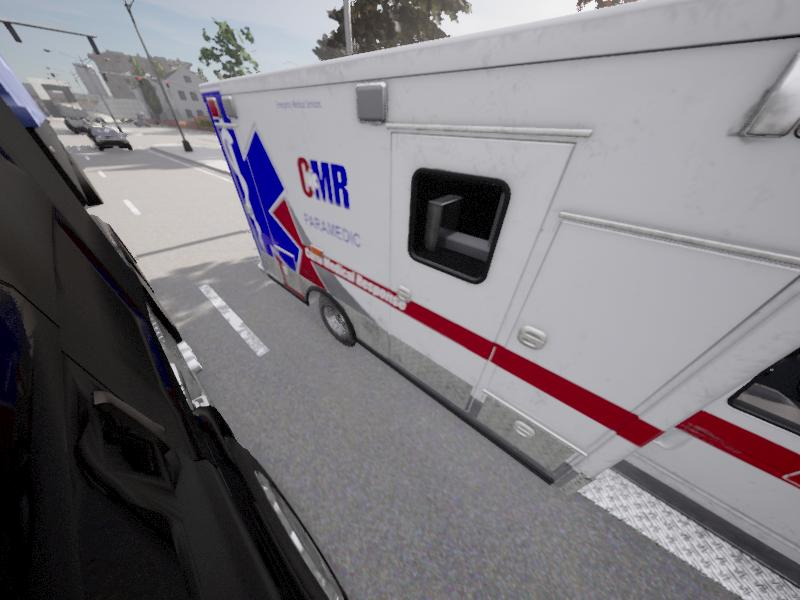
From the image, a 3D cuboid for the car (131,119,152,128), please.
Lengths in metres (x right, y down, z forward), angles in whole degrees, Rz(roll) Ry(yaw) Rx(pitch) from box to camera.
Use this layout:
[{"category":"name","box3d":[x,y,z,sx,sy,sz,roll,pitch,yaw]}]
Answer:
[{"category":"car","box3d":[-62.712,-42.775,55.995,5.027,1.651,2.152,28,44,30]}]

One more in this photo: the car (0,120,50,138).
[{"category":"car","box3d":[-40.470,-18.358,24.750,1.994,1.385,4.181,-22,43,-29]}]

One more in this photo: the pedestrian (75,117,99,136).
[{"category":"pedestrian","box3d":[-38.665,-21.465,28.570,0.751,1.860,0.751,15,39,17]}]

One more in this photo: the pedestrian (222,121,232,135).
[{"category":"pedestrian","box3d":[-30.458,-30.329,40.696,0.751,1.860,0.751,-25,45,-32]}]

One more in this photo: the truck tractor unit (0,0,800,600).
[{"category":"truck tractor unit","box3d":[-2.645,-0.295,0.351,6.516,4.208,3.053,28,44,30]}]

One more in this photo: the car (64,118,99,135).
[{"category":"car","box3d":[-42.649,-23.203,30.893,5.238,1.638,1.930,28,43,30]}]

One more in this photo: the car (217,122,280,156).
[{"category":"car","box3d":[-12.996,-13.871,19.764,5.566,2.045,2.150,28,44,30]}]

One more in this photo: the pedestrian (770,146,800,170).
[{"category":"pedestrian","box3d":[36.756,-13.463,21.923,0.751,1.860,0.751,25,42,27]}]

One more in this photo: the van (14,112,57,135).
[{"category":"van","box3d":[-45.085,-21.900,28.669,4.480,2.038,2.069,28,44,30]}]

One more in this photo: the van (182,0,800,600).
[{"category":"van","box3d":[1.008,-0.359,2.134,6.366,2.431,2.351,28,44,30]}]

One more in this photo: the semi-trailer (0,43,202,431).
[{"category":"semi-trailer","box3d":[-8.703,-3.592,4.238,14.254,4.402,2.717,28,44,30]}]

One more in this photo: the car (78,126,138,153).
[{"category":"car","box3d":[-22.480,-12.384,17.763,5.357,1.411,2.033,28,44,30]}]
